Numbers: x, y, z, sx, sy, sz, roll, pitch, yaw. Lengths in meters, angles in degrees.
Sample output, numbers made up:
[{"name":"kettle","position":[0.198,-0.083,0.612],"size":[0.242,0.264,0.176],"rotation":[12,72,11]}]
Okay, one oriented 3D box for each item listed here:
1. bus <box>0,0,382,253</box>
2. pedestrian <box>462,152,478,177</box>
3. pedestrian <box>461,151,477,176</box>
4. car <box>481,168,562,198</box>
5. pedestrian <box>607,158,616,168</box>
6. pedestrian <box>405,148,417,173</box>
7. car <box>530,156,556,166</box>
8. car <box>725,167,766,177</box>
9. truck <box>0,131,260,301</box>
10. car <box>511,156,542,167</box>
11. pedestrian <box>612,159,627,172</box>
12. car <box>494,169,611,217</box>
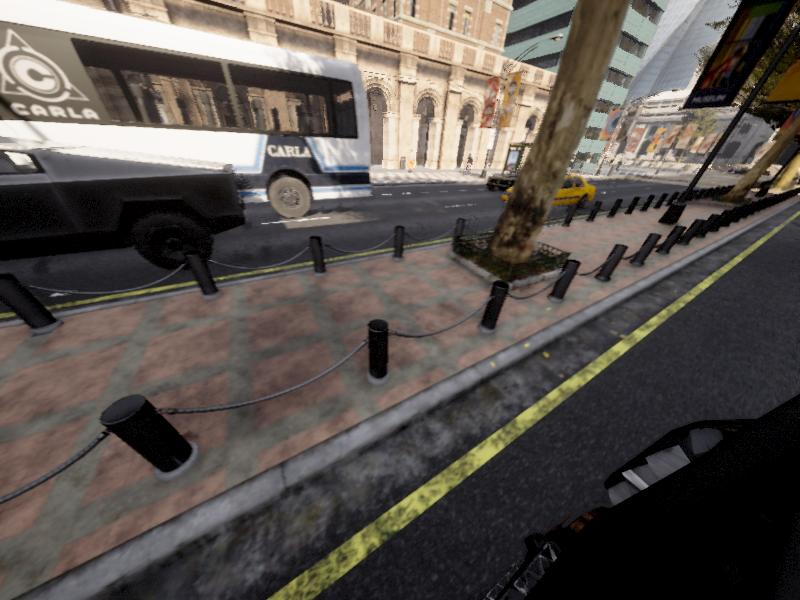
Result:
[{"name":"bus","position":[-6.003,-4.652,6.620],"size":[10.273,4.253,3.944],"rotation":[-16,38,-26]},{"name":"pedestrian","position":[6.233,-12.158,20.677],"size":[0.751,1.860,0.751],"rotation":[-5,34,-11]},{"name":"pedestrian","position":[6.329,-12.540,21.257],"size":[0.751,1.860,0.751],"rotation":[-13,37,-23]},{"name":"car","position":[7.667,-7.437,14.531],"size":[4.718,1.301,1.895],"rotation":[-16,38,-26]},{"name":"pedestrian","position":[46.632,-30.214,50.904],"size":[0.751,1.860,0.751],"rotation":[29,41,33]},{"name":"pedestrian","position":[0.965,-12.418,20.658],"size":[0.751,1.860,0.751],"rotation":[-11,36,-20]},{"name":"car","position":[29.909,-29.012,48.224],"size":[4.902,1.511,2.128],"rotation":[-16,38,-26]},{"name":"car","position":[77.747,-28.981,52.129],"size":[2.163,1.488,4.792],"rotation":[-16,38,-26]},{"name":"truck","position":[-6.276,-1.536,3.870],"size":[6.274,2.098,2.390],"rotation":[-16,38,-26]},{"name":"car","position":[21.963,-24.059,40.247],"size":[4.786,1.482,2.161],"rotation":[-16,38,-26]},{"name":"pedestrian","position":[35.661,-21.864,37.523],"size":[0.751,1.860,0.751],"rotation":[-13,37,-22]},{"name":"car","position":[7.151,-5.164,10.821],"size":[5.366,1.575,1.801],"rotation":[-16,38,-26]}]
